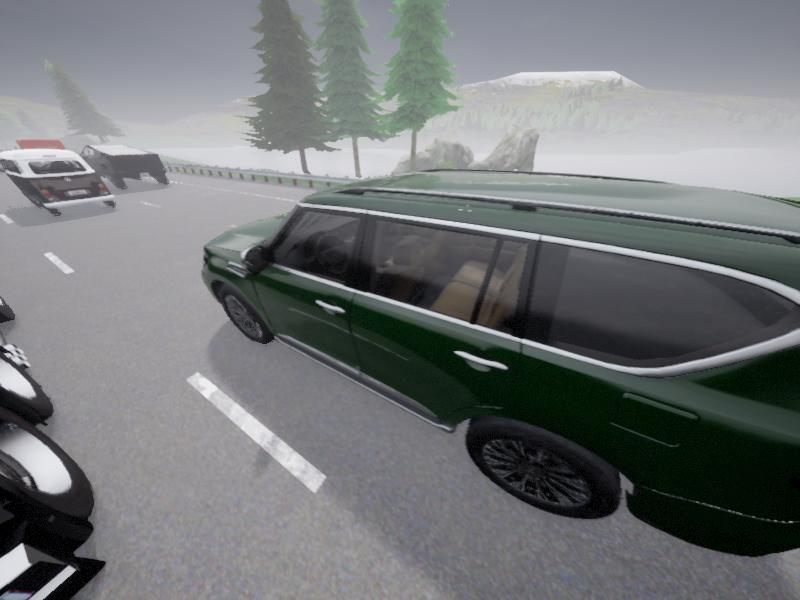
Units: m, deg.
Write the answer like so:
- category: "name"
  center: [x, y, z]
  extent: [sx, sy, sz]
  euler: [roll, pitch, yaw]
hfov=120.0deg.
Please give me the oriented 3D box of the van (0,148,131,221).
- category: "van"
  center: [-13.536, -4.717, 9.098]
  extent: [4.480, 2.038, 2.069]
  euler: [18, 39, 24]

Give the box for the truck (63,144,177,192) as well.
- category: "truck"
  center: [-17.029, -8.199, 14.077]
  extent: [6.274, 2.098, 2.390]
  euler: [18, 39, 24]

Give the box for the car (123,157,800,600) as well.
- category: "car"
  center: [0.080, -0.265, 2.593]
  extent: [5.566, 2.045, 2.150]
  euler: [18, 39, 24]

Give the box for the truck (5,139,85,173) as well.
- category: "truck"
  center: [-33.660, -13.814, 21.963]
  extent: [5.204, 2.467, 2.627]
  euler: [19, 39, 24]

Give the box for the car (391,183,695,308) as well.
- category: "car"
  center: [2.319, -1.537, 5.057]
  extent: [4.718, 1.301, 1.895]
  euler: [18, 39, 24]

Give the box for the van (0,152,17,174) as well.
- category: "van"
  center: [-36.472, -12.221, 20.060]
  extent: [4.480, 2.038, 2.069]
  euler: [17, 37, 23]

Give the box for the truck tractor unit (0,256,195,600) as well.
- category: "truck tractor unit"
  center: [-5.094, -0.318, 0.796]
  extent: [6.516, 4.208, 3.053]
  euler: [19, 39, 25]
